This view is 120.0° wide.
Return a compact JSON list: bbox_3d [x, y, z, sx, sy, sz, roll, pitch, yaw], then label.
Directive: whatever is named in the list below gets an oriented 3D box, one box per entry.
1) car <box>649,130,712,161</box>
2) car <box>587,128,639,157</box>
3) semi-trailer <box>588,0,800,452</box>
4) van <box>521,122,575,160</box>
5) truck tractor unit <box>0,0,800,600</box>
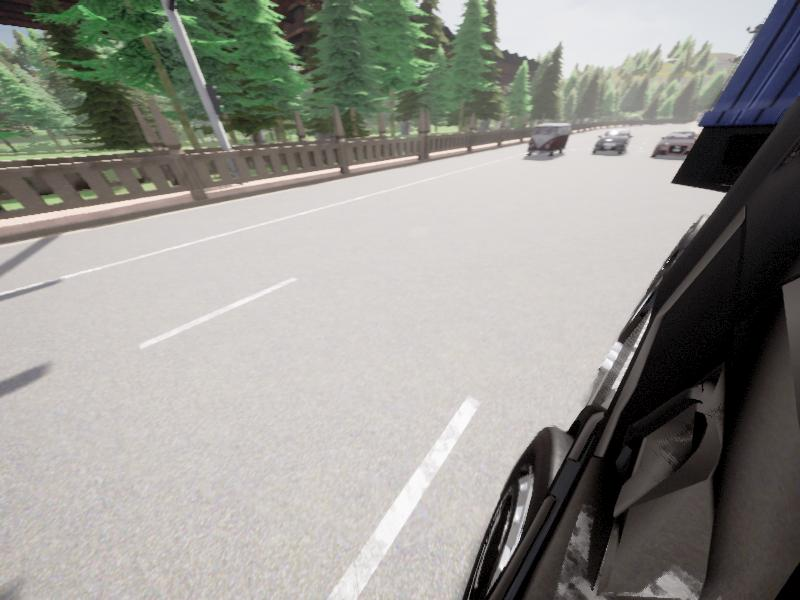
[{"bbox_3d":[18.255,-10.244,15.221,1.994,1.385,4.181,27,46,33],"label":"car"},{"bbox_3d":[16.473,-12.239,17.801,2.128,1.511,4.902,27,46,33],"label":"car"},{"bbox_3d":[10.084,-1.647,1.663,14.254,4.402,2.717,-5,36,-4],"label":"semi-trailer"},{"bbox_3d":[10.920,-11.734,16.962,1.775,1.987,4.442,27,46,33],"label":"van"},{"bbox_3d":[2.645,-0.295,0.351,6.516,4.208,3.053,-28,44,-30],"label":"truck tractor unit"}]
